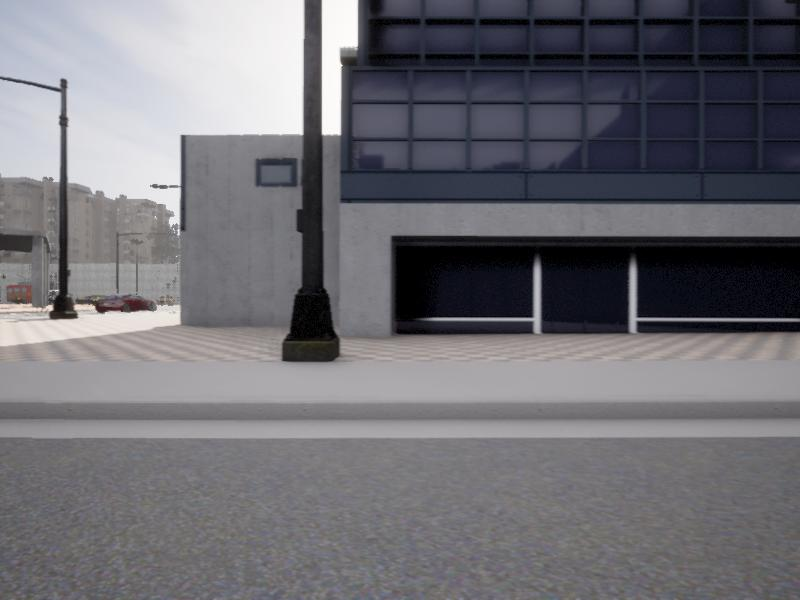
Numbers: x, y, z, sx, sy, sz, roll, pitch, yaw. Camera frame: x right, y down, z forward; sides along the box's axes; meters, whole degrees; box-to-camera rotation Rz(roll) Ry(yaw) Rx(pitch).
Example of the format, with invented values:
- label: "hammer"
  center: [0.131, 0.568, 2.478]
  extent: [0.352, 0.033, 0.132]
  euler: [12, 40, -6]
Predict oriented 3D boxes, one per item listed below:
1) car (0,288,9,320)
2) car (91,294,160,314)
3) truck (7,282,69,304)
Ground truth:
- label: "car"
  center: [-19.885, 0.192, 16.770]
  extent: [2.038, 1.542, 4.974]
  euler: [0, 0, 1]
- label: "car"
  center: [-19.725, 0.260, 28.967]
  extent: [1.994, 1.385, 4.181]
  euler: [0, 0, 2]
- label: "truck"
  center: [-63.620, -1.156, 70.352]
  extent: [8.468, 3.827, 2.891]
  euler: [0, 0, 3]
